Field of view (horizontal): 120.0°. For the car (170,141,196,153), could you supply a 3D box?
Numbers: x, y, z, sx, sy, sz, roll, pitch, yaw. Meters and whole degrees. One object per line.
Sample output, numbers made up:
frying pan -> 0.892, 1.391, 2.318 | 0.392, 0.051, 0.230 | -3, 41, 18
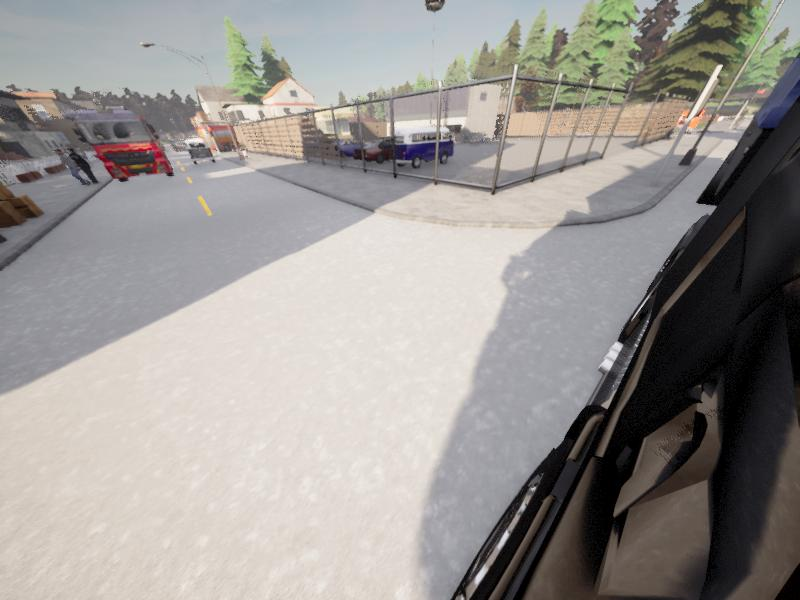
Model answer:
car -> -39.306, -27.749, 41.809 | 5.027, 1.651, 2.152 | 28, 47, 34

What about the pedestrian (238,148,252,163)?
pedestrian -> -13.960, -13.085, 20.856 | 0.500, 1.100, 0.500 | 0, 37, 3

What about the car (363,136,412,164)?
car -> -0.982, -11.499, 17.630 | 1.789, 1.547, 3.705 | -28, 44, -30

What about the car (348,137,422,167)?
car -> -0.956, -11.276, 17.451 | 5.357, 1.415, 2.033 | -28, 44, -30

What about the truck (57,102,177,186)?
truck -> -18.623, -10.774, 16.015 | 2.891, 3.827, 8.468 | -28, 44, -30

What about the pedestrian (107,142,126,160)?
pedestrian -> -37.045, -19.486, 30.236 | 0.751, 1.860, 0.751 | -32, 45, -33

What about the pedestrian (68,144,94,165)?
pedestrian -> -35.047, -15.979, 25.433 | 0.751, 1.860, 0.751 | -29, 44, -30

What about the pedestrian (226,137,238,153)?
pedestrian -> -23.786, -22.026, 32.772 | 0.751, 1.860, 0.751 | -20, 40, -22

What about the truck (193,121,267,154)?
truck -> -26.745, -26.183, 37.079 | 2.891, 3.827, 8.468 | 18, 41, 25

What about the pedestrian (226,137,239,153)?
pedestrian -> -23.457, -21.717, 32.339 | 0.751, 1.860, 0.751 | -30, 45, -31

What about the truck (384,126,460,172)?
truck -> 1.450, -9.716, 14.696 | 4.478, 2.038, 2.069 | -28, 44, -30

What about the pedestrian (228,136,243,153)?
pedestrian -> -22.691, -21.387, 31.850 | 0.751, 1.860, 0.751 | 22, 44, 29

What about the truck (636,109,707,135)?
truck -> 35.125, -23.068, 30.096 | 2.627, 2.467, 5.204 | -28, 44, -30

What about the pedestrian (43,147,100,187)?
pedestrian -> -18.381, -7.453, 12.999 | 0.751, 1.860, 0.751 | 4, 37, 9

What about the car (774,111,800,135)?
car -> 42.508, -18.230, 23.657 | 4.605, 1.855, 1.932 | -8, 38, -6

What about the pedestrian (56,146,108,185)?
pedestrian -> -18.819, -7.994, 13.748 | 0.751, 1.860, 0.751 | -12, 38, -12

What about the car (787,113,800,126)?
car -> 63.189, -28.448, 36.268 | 4.892, 1.490, 1.837 | -29, 44, -29

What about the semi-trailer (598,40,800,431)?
semi-trailer -> 8.692, -3.614, 4.226 | 14.254, 4.402, 2.717 | -28, 44, -30

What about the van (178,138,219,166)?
van -> -19.985, -14.760, 22.905 | 2.069, 2.038, 4.480 | -28, 44, -30

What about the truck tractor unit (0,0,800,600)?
truck tractor unit -> 2.645, -0.295, 0.351 | 6.516, 4.208, 3.053 | -28, 44, -30
